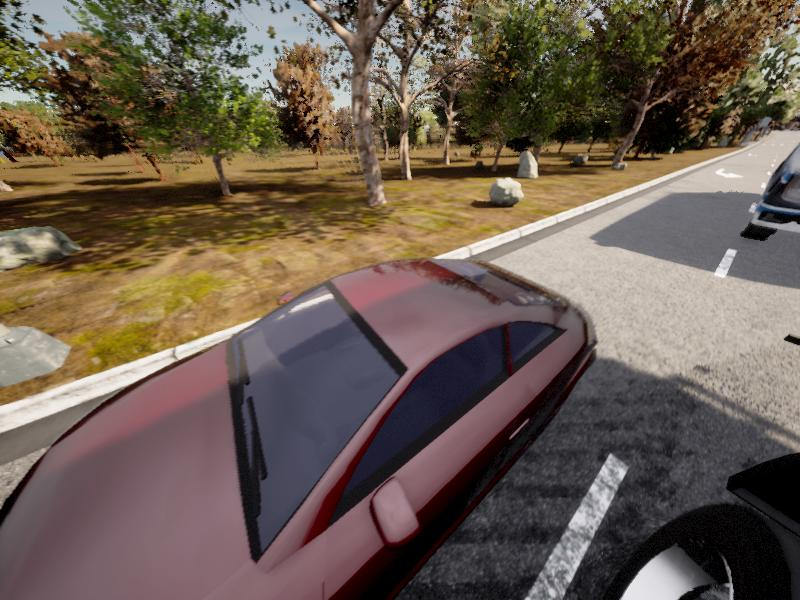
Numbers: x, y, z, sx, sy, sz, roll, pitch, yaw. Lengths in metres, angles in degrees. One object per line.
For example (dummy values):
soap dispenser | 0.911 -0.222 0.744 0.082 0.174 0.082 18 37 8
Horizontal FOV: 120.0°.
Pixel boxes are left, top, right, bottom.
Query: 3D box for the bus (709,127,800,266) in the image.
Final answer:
bus | 12.722 -3.886 5.454 10.273 4.253 3.944 -23 41 -28

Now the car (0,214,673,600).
car | -0.186 0.587 1.874 4.181 1.385 1.994 -22 41 -28
